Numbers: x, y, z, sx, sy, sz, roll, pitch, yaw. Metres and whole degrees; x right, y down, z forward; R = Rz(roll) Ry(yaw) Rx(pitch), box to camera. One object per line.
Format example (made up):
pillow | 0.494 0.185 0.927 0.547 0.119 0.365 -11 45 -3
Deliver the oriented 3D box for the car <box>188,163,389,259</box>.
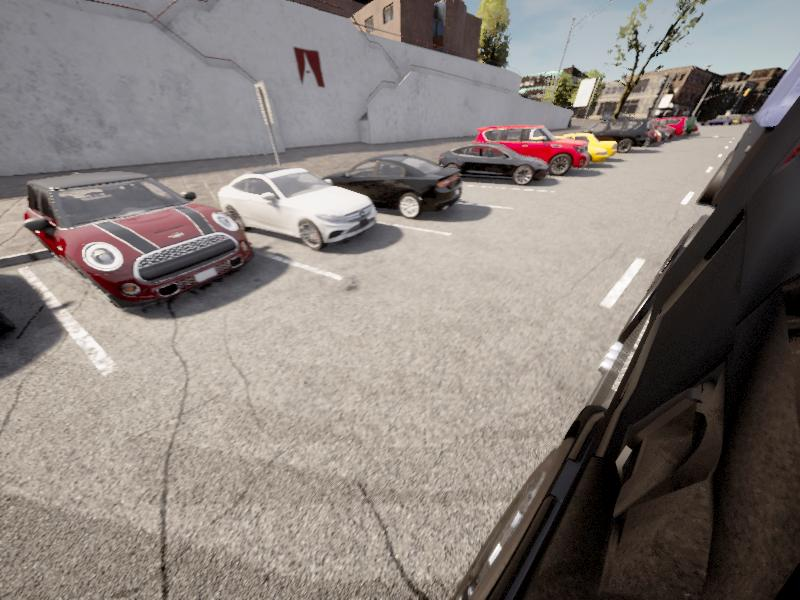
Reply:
car | -2.842 -2.568 5.992 4.674 1.452 2.002 17 40 25

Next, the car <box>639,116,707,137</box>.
car | 38.528 -24.638 32.880 5.566 2.045 2.435 17 40 25

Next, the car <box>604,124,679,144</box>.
car | 24.692 -17.219 23.994 4.892 1.521 2.231 17 40 25

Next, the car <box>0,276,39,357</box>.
car | -7.430 -0.128 2.992 4.674 1.452 2.002 17 40 25

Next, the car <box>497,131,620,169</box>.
car | 8.795 -8.672 13.376 5.366 1.575 1.946 17 41 25

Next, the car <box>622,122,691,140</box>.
car | 31.423 -20.885 28.594 5.366 1.575 1.946 17 41 25

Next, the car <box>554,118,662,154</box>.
car | 15.477 -12.578 17.818 5.566 2.045 2.435 17 41 25

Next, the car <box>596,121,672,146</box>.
car | 22.369 -16.120 22.421 4.553 1.767 2.185 17 40 25

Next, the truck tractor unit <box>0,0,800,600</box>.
truck tractor unit | 2.645 -0.295 0.351 6.516 4.208 3.053 -28 44 -30

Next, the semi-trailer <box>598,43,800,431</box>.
semi-trailer | 8.700 -3.598 4.236 14.254 4.402 2.717 -28 44 -30

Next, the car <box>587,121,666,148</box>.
car | 20.126 -14.889 20.881 4.553 1.767 2.185 17 41 25

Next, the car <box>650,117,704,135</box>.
car | 40.924 -25.787 34.353 4.442 1.987 1.878 18 40 25

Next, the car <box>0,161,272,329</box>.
car | -5.169 -1.489 4.406 4.553 1.767 2.185 17 41 25

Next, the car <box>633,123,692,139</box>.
car | 33.891 -22.002 30.046 4.674 1.452 2.002 17 41 25

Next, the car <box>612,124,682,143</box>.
car | 26.964 -18.405 25.524 4.792 1.488 2.163 17 41 25

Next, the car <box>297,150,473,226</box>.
car | -0.543 -3.819 7.460 5.008 1.535 2.097 17 41 25

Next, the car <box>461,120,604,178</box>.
car | 6.354 -7.693 11.800 5.566 2.045 2.435 17 41 25

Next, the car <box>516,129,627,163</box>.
car | 10.763 -9.987 15.030 5.366 1.575 1.946 17 41 25

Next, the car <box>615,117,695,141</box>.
car | 29.251 -19.838 26.870 5.566 2.045 2.435 17 41 25

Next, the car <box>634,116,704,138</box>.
car | 36.160 -23.449 31.395 5.566 2.045 2.435 17 41 25

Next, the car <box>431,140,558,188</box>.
car | 4.071 -6.243 10.466 4.792 1.488 2.163 17 41 25
